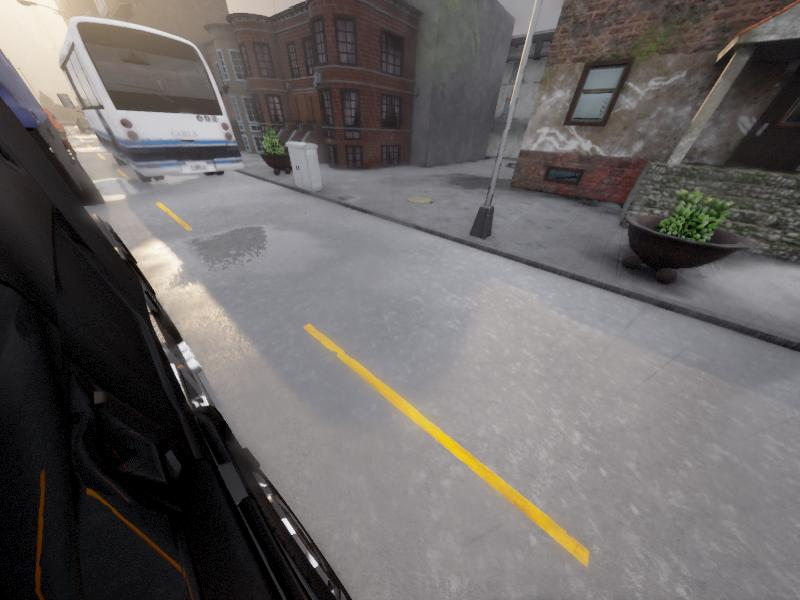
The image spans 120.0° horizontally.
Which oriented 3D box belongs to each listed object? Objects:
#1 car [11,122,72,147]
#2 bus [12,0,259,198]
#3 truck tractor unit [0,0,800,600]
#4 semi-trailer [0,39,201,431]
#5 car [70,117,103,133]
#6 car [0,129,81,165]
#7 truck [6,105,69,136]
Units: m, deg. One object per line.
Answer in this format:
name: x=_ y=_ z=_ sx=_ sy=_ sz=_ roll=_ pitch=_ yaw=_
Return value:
car: x=-27.952 y=-13.030 z=18.180 sx=4.181 sy=1.385 sz=1.994 roll=30 pitch=44 yaw=31
bus: x=-11.272 y=-8.023 z=10.114 sx=10.273 sy=4.253 sz=3.944 roll=28 pitch=44 yaw=30
truck tractor unit: x=-2.645 y=-0.295 z=0.351 sx=6.516 sy=4.208 sz=3.053 roll=28 pitch=44 yaw=30
semi-trailer: x=-8.677 y=-3.619 z=4.250 sx=14.254 sy=4.402 sz=2.717 roll=28 pitch=44 yaw=30
car: x=-44.770 y=-25.048 z=32.986 sx=4.856 sy=1.649 sz=2.033 roll=29 pitch=44 yaw=31
car: x=-19.722 y=-8.582 z=12.805 sx=4.718 sy=1.301 sz=1.895 roll=29 pitch=44 yaw=31
truck: x=-39.506 y=-19.665 z=25.424 sx=5.204 sy=2.467 sz=2.627 roll=29 pitch=44 yaw=31
